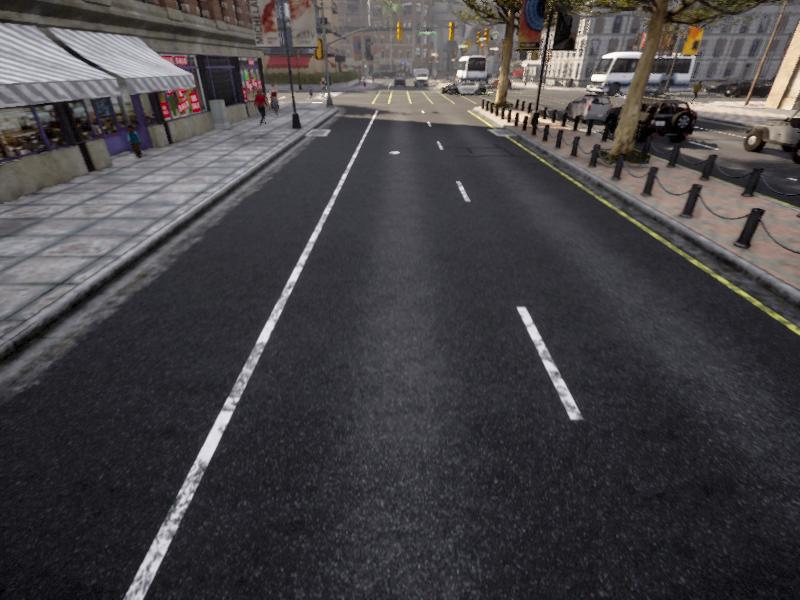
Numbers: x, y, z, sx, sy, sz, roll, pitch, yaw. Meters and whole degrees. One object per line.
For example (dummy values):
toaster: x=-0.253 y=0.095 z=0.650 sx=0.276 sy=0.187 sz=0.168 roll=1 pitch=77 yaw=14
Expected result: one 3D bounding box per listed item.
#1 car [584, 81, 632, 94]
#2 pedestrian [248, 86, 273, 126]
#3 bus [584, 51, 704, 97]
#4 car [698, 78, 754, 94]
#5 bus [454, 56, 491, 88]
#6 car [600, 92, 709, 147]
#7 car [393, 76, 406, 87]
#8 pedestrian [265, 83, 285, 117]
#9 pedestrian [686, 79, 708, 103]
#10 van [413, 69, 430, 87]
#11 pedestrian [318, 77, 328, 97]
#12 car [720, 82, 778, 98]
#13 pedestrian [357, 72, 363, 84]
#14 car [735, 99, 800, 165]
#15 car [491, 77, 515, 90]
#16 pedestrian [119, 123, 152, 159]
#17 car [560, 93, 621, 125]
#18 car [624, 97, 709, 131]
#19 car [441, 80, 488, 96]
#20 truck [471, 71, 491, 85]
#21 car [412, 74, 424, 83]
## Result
car: x=25.447 y=-26.073 z=49.123 sx=4.718 sy=1.301 sz=1.895 roll=0 pitch=30 yaw=0
pedestrian: x=-7.513 y=-10.466 z=21.616 sx=0.751 sy=1.860 sz=0.751 roll=4 pitch=31 yaw=6
bus: x=27.073 y=-25.370 z=45.011 sx=10.273 sy=4.253 sz=3.944 roll=-2 pitch=30 yaw=-4
car: x=39.920 y=-26.273 z=49.098 sx=4.611 sy=1.667 sz=2.242 roll=0 pitch=30 yaw=0
bus: x=11.367 y=-36.784 z=64.453 sx=3.944 sy=4.253 sz=10.273 roll=0 pitch=31 yaw=0
car: x=11.498 y=-8.491 z=18.586 sx=1.932 sy=1.855 sz=4.605 roll=0 pitch=30 yaw=0
car: x=-0.013 y=-35.930 z=65.816 sx=2.033 sy=1.411 sz=5.357 roll=0 pitch=30 yaw=0
pedestrian: x=-7.910 y=-12.630 z=25.304 sx=0.751 sy=1.860 sz=0.751 roll=0 pitch=30 yaw=0
pedestrian: x=25.568 y=-18.010 z=34.478 sx=0.751 sy=1.860 sz=0.751 roll=-2 pitch=30 yaw=-3
van: x=3.486 y=-36.609 z=65.952 sx=2.351 sy=2.431 sz=6.366 roll=0 pitch=30 yaw=0
pedestrian: x=-8.474 y=-23.584 z=44.270 sx=0.751 sy=1.860 sz=0.751 roll=2 pitch=30 yaw=3
car: x=37.540 y=-22.646 z=43.109 sx=4.193 sy=1.474 sz=1.816 roll=0 pitch=30 yaw=0
pedestrian: x=-7.190 y=-40.096 z=72.104 sx=0.751 sy=1.860 sz=0.751 roll=4 pitch=31 yaw=6
car: x=15.000 y=-6.163 z=14.607 sx=1.905 sy=1.878 sz=3.866 roll=0 pitch=30 yaw=0
car: x=15.104 y=-31.934 z=58.960 sx=1.812 sy=1.442 sz=4.674 roll=-4 pitch=31 yaw=-7
pedestrian: x=-9.294 y=-5.594 z=14.065 sx=0.500 sy=1.100 sz=0.500 roll=0 pitch=30 yaw=0
car: x=11.505 y=-11.735 z=24.458 sx=1.845 sy=1.501 sz=3.633 roll=0 pitch=30 yaw=0
car: x=14.998 y=-10.691 z=22.839 sx=1.994 sy=1.385 sz=4.181 roll=0 pitch=30 yaw=0
car: x=7.364 y=-24.349 z=45.953 sx=4.974 sy=1.542 sz=2.038 roll=0 pitch=30 yaw=0
truck: x=14.986 y=-41.451 z=74.530 sx=2.390 sy=2.098 sz=6.274 roll=0 pitch=30 yaw=0
car: x=3.530 y=-43.734 z=78.999 sx=2.128 sy=1.511 sz=4.902 roll=0 pitch=30 yaw=0
